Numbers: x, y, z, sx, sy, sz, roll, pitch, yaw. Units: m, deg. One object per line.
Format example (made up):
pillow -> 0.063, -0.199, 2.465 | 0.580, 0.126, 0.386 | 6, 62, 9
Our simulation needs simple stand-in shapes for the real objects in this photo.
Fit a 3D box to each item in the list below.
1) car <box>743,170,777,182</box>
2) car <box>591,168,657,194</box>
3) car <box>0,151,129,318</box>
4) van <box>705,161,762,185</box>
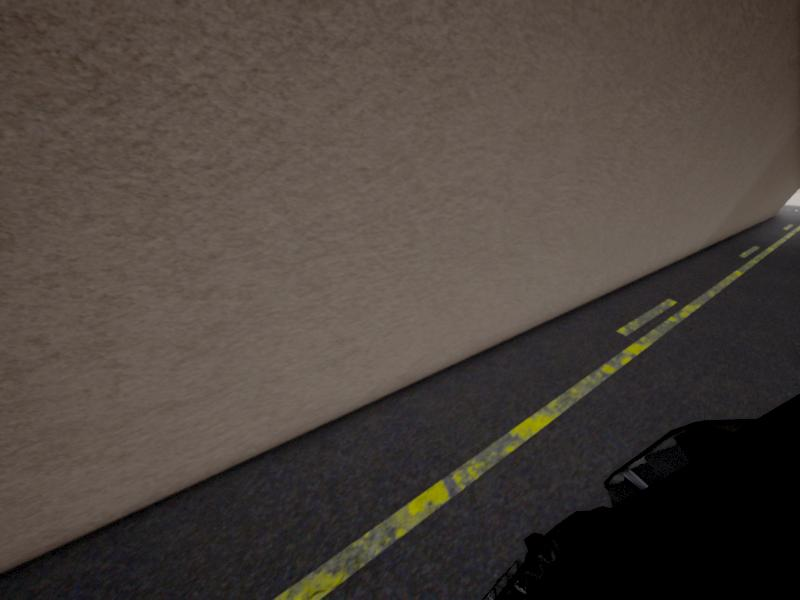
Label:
car -> 58.484, -20.098, 37.482 | 4.892, 1.490, 1.837 | -14, 37, -24
car -> 17.644, -9.463, 18.202 | 4.514, 1.525, 2.007 | -17, 38, -27
car -> -7.250, -0.680, 2.700 | 4.605, 1.855, 1.932 | -14, 38, -25
van -> 44.344, -16.922, 30.733 | 6.366, 2.431, 2.351 | -14, 37, -24
